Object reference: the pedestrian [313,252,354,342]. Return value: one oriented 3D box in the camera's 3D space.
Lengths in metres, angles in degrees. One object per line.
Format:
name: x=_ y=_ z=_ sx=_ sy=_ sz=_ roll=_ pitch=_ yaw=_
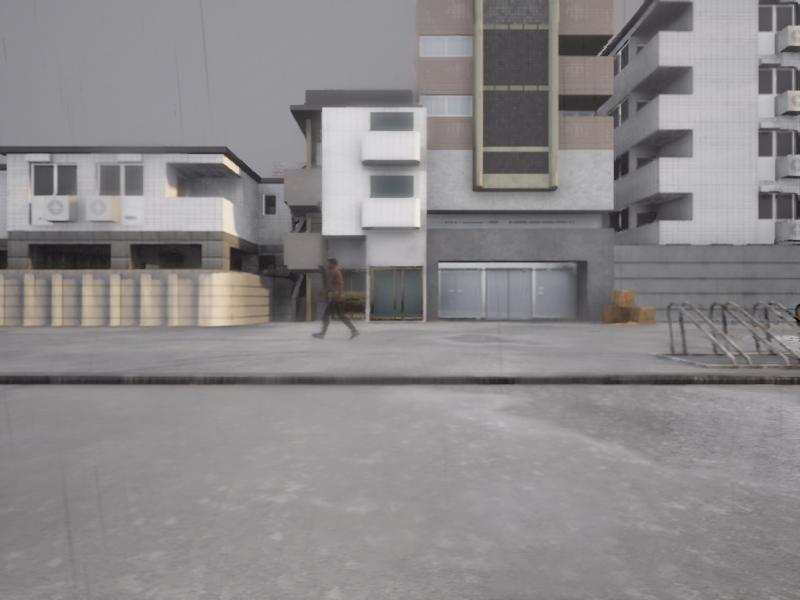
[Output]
pedestrian: x=-1.421 y=-0.068 z=8.660 sx=0.751 sy=1.860 sz=0.751 roll=0 pitch=0 yaw=0
